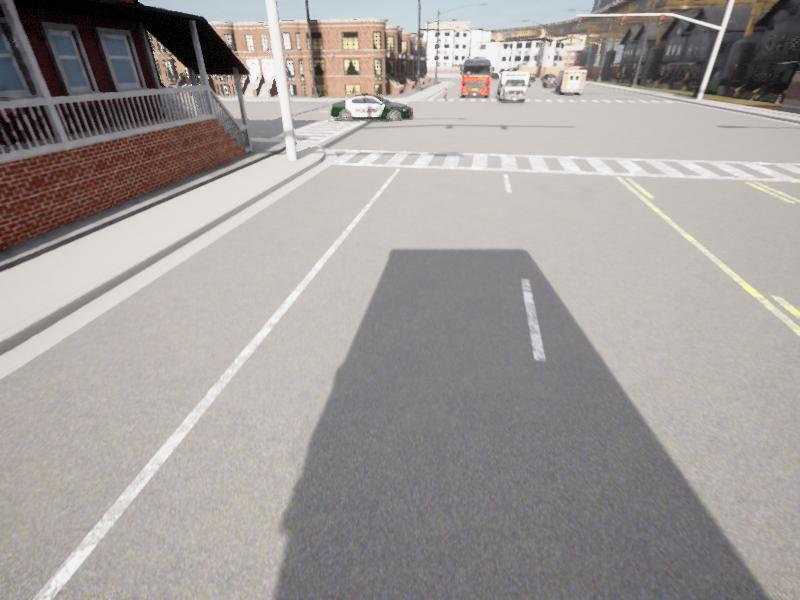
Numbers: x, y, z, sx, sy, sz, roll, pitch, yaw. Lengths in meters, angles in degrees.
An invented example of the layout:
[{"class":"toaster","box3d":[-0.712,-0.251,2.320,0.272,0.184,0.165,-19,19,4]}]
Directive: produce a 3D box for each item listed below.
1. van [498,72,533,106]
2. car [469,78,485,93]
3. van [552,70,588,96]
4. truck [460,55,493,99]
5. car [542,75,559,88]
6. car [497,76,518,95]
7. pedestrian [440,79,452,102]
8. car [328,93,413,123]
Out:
[{"class":"van","box3d":[10.366,-19.358,36.464,2.351,2.431,6.366,5,31,9]},{"class":"car","box3d":[10.106,-28.018,52.155,1.837,1.490,4.892,5,31,9]},{"class":"van","box3d":[19.590,-25.247,46.388,2.351,2.431,6.366,5,31,9]},{"class":"truck","box3d":[8.366,-24.274,43.489,2.891,3.827,8.468,5,31,9]},{"class":"car","box3d":[22.396,-32.538,59.635,1.789,1.549,3.705,5,31,9]},{"class":"car","box3d":[12.465,-24.902,46.443,1.932,1.855,4.605,5,30,9]},{"class":"pedestrian","box3d":[4.300,-19.441,37.194,0.751,1.860,0.751,18,35,28]},{"class":"car","box3d":[-1.733,-12.056,25.048,4.974,1.542,2.038,2,30,4]}]
